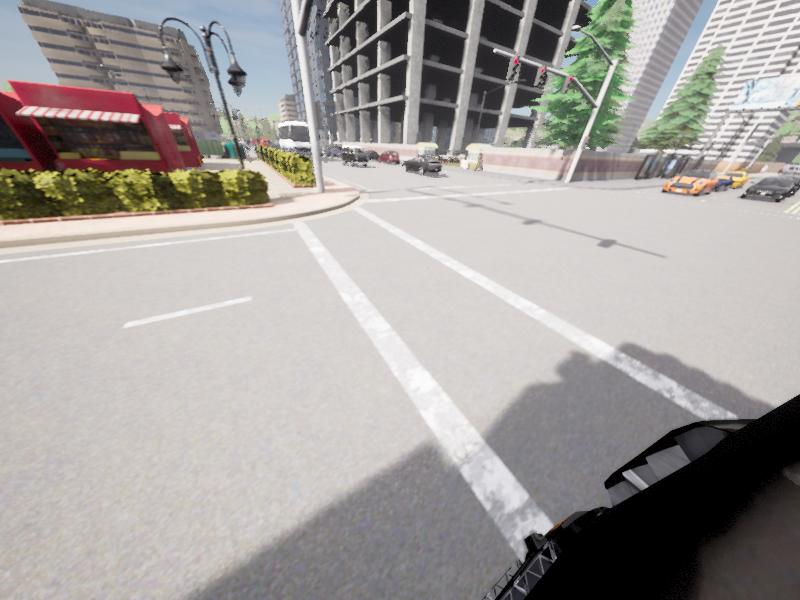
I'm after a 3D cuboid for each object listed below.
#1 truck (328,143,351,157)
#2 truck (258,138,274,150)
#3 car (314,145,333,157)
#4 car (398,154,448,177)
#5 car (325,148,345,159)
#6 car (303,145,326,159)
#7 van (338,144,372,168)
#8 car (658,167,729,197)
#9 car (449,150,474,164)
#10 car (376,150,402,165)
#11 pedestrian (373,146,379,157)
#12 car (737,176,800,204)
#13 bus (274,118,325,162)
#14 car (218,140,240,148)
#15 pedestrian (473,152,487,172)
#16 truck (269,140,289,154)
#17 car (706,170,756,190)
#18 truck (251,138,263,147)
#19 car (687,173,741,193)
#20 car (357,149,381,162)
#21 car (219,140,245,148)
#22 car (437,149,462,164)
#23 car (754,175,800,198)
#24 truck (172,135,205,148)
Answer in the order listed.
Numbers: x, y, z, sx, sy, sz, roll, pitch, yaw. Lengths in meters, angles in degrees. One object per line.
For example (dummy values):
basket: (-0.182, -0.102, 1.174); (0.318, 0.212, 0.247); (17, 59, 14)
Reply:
truck: (-12.436, -30.675, 47.158); (2.390, 2.098, 6.274); (-17, 38, -27)
truck: (-34.750, -40.473, 59.846); (2.627, 2.467, 5.204); (-17, 38, -27)
car: (-15.034, -29.193, 45.158); (2.152, 1.651, 5.027); (-17, 38, -27)
car: (1.998, -12.800, 21.901); (2.128, 1.511, 4.902); (-16, 38, -26)
car: (-11.325, -25.533, 40.166); (1.994, 1.385, 4.181); (-17, 38, -27)
car: (-14.287, -24.722, 38.487); (2.152, 1.651, 5.027); (-17, 38, -27)
van: (-5.077, -16.089, 25.826); (2.069, 2.038, 4.480); (-17, 38, -27)
car: (23.080, -9.346, 18.172); (4.553, 1.767, 2.097); (-16, 38, -26)
car: (10.929, -25.553, 41.196); (1.905, 1.878, 3.866); (-16, 38, -26)
car: (-1.583, -20.077, 32.490); (1.851, 1.617, 3.988); (-17, 38, -27)
pedestrian: (-4.772, -29.537, 45.935); (0.751, 1.860, 0.751); (-16, 38, -26)
car: (27.858, -8.365, 17.337); (4.892, 1.490, 1.837); (-16, 38, -27)
bus: (-14.141, -22.095, 32.171); (3.944, 4.253, 10.273); (-17, 38, -27)
car: (-46.708, -42.568, 63.097); (4.514, 1.525, 2.007); (-16, 38, -27)
pedestrian: (8.859, -15.332, 25.605); (0.751, 1.860, 0.751); (-20, 40, -30)
truck: (-24.702, -31.135, 46.905); (2.390, 2.098, 6.274); (-17, 38, -27)
car: (35.058, -12.737, 24.430); (5.008, 1.535, 1.882); (-16, 38, -26)
truck: (-50.507, -55.634, 81.445); (2.627, 2.467, 5.204); (-17, 38, -27)
car: (29.092, -10.897, 21.420); (4.718, 1.301, 1.895); (-16, 38, -26)
car: (-4.983, -23.294, 37.132); (1.882, 1.535, 5.008); (-17, 38, -27)
car: (-44.263, -41.069, 60.950); (5.366, 1.575, 1.801); (-16, 38, -27)
car: (8.402, -24.812, 39.887); (1.905, 1.878, 3.866); (-16, 38, -26)
car: (34.057, -10.177, 20.540); (4.892, 1.490, 1.837); (-16, 38, -26)
truck: (-43.337, -32.570, 47.476); (4.478, 2.038, 2.069); (-16, 38, -26)
